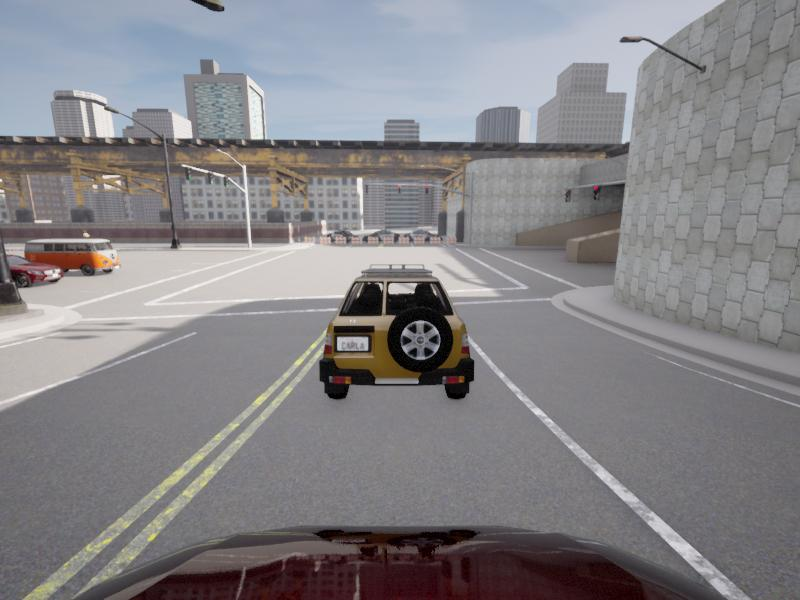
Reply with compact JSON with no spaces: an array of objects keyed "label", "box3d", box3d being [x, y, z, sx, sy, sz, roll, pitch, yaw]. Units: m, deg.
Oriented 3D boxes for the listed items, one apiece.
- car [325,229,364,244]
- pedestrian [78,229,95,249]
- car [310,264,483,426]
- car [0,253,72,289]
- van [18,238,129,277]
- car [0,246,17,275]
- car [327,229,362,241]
[{"label":"car","box3d":[-6.985,-7.979,50.046,4.974,1.542,2.038,11,16,42]},{"label":"pedestrian","box3d":[-29.354,-5.694,37.448,0.751,1.860,0.751,0,12,0]},{"label":"car","box3d":[-0.051,0.321,6.834,1.932,1.855,4.605,0,5,0]},{"label":"car","box3d":[-18.744,-1.412,18.949,4.674,1.442,1.812,0,12,-1]},{"label":"van","box3d":[-18.160,-2.416,22.425,4.442,1.987,1.775,0,12,0]},{"label":"car","box3d":[-24.373,-2.215,22.473,3.705,1.549,1.789,0,12,0]},{"label":"car","box3d":[-7.022,-8.141,50.049,4.536,1.218,1.853,11,16,42]}]
